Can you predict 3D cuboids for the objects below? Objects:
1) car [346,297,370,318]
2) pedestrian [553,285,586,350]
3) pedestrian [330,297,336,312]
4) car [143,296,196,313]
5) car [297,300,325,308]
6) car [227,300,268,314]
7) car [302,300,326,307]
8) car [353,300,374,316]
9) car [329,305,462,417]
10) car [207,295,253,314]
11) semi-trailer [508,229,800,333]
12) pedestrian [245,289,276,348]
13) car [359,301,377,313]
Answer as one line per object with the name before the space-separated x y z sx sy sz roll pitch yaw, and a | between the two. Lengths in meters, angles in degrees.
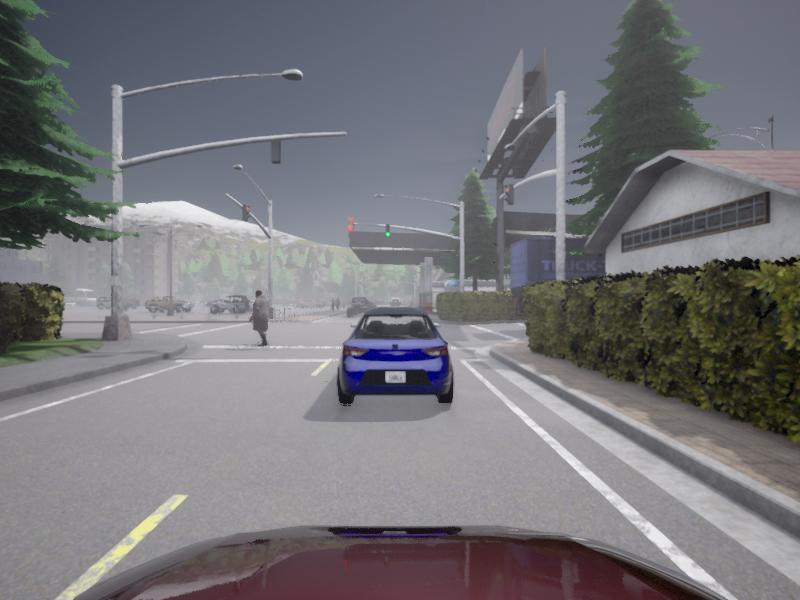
car | -3.920 0.674 38.030 1.905 1.878 3.866 0 0 -1
pedestrian | 4.954 0.493 11.740 0.751 1.860 0.751 0 0 10
pedestrian | -8.212 0.520 49.006 0.751 1.860 0.751 0 0 -3
car | -25.147 0.473 43.751 4.605 1.855 1.932 0 0 -1
car | -17.304 0.730 78.184 5.027 1.636 2.152 0 0 -1
car | -16.670 0.736 43.933 3.806 1.475 1.970 0 0 -1
car | -17.409 0.742 81.320 4.514 1.523 2.007 0 0 -1
car | -3.991 0.810 44.482 2.033 1.649 4.856 0 0 -1
car | -0.085 0.860 7.559 1.816 1.474 4.193 0 0 -1
car | -17.224 0.450 40.598 3.866 1.878 1.905 0 0 -1
semi-trailer | 12.468 -0.798 18.406 14.254 4.402 2.717 0 0 -1
pedestrian | -4.519 0.578 12.985 0.751 1.860 0.751 0 0 2
car | -4.062 0.890 50.805 1.970 1.475 3.806 0 0 -1
